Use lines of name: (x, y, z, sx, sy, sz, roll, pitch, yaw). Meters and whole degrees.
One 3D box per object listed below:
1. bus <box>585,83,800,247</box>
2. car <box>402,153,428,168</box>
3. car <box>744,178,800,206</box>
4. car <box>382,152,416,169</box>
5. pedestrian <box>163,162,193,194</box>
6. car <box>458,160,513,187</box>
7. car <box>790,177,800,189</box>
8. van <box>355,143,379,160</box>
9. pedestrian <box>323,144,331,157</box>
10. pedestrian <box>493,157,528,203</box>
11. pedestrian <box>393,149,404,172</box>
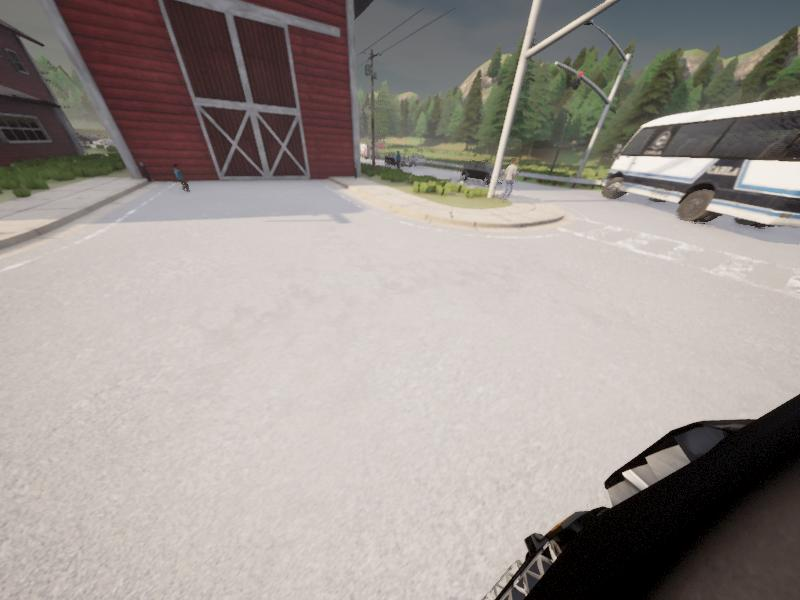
bus: (14.449, -6.279, 10.781, 3.944, 4.253, 10.273, 10, 34, 4)
car: (1.988, -19.258, 31.802, 1.845, 1.501, 3.633, -15, 38, -25)
car: (29.103, -8.358, 17.683, 5.357, 1.411, 2.033, -16, 38, -26)
car: (-0.242, -17.567, 29.087, 2.128, 1.511, 4.902, -15, 38, -25)
pedestrian: (-9.210, -5.089, 9.626, 0.500, 1.100, 0.500, -15, 38, -26)
car: (6.753, -10.327, 18.722, 1.789, 1.549, 3.705, -15, 37, -25)
car: (52.284, -14.855, 29.118, 4.611, 1.667, 2.242, -15, 37, -25)
van: (-6.317, -28.271, 43.881, 2.351, 2.431, 6.366, -15, 38, -25)
pedestrian: (-12.643, -25.945, 40.052, 0.751, 1.860, 0.751, -23, 42, -34)
pedestrian: (5.218, -5.693, 10.991, 0.751, 1.860, 0.751, -17, 38, -27)
pedestrian: (-0.169, -13.137, 21.787, 0.751, 1.860, 0.751, -15, 38, -25)
